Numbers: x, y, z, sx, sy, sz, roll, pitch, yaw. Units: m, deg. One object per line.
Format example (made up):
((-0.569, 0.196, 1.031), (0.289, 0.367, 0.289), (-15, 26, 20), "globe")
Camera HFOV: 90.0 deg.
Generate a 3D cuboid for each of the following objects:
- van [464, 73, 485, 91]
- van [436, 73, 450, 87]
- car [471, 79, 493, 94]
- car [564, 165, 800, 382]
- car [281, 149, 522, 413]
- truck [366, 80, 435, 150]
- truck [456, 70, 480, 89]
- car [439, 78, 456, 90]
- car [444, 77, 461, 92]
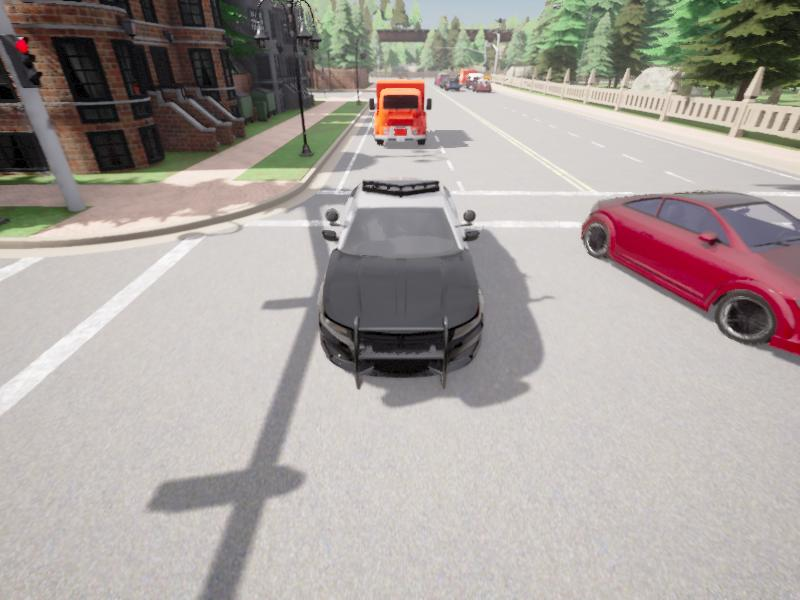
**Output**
((10.549, -30.899, 56.689), (2.069, 2.038, 4.480), (0, 30, 0), "van")
((7.054, -36.248, 65.870), (1.775, 1.987, 4.442), (0, 30, 0), "van")
((10.545, -27.496, 51.440), (1.970, 1.475, 3.806), (0, 30, 0), "car")
((4.798, -0.830, 6.044), (1.994, 1.385, 4.181), (-9, 32, -15), "car")
((0.012, -0.889, 5.876), (1.930, 1.638, 5.238), (0, 30, 0), "car")
((0.021, -8.511, 18.090), (2.627, 2.467, 5.204), (0, 29, 0), "truck")
((10.555, -34.592, 62.567), (2.627, 2.467, 5.204), (0, 30, 0), "truck")
((7.052, -32.401, 59.892), (2.033, 1.411, 5.357), (0, 30, 0), "car")
((7.048, -29.075, 54.006), (1.851, 1.617, 3.988), (0, 30, 0), "car")
